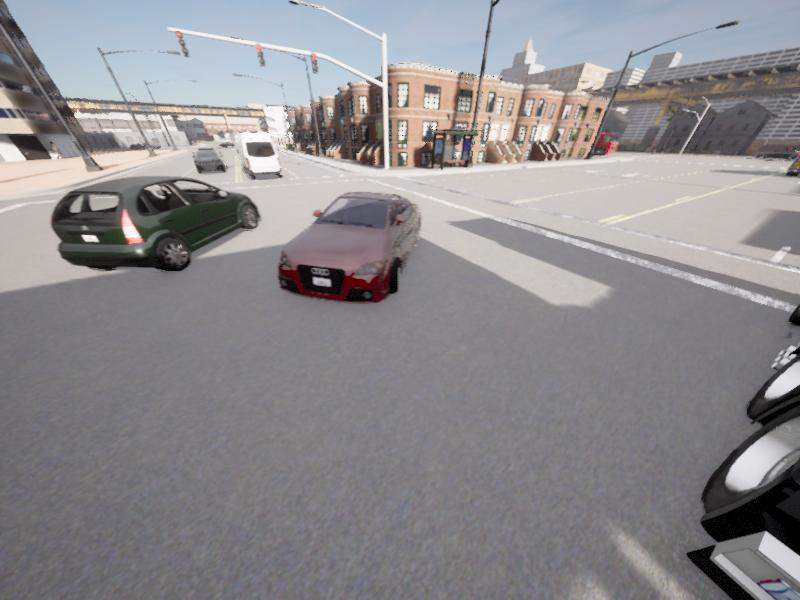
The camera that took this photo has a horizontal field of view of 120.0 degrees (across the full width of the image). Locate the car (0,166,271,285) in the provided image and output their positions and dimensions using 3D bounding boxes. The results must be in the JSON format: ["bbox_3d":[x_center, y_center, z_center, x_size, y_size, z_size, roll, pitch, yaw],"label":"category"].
[{"bbox_3d":[-5.309,-2.114,5.597,1.851,1.617,3.988,2,35,2],"label":"car"}]

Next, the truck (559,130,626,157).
[{"bbox_3d":[35.492,-29.357,43.246,2.891,3.827,8.468,-18,39,-24],"label":"truck"}]

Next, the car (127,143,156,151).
[{"bbox_3d":[-57.569,-34.124,51.542,3.806,1.475,1.970,-20,40,-25],"label":"car"}]

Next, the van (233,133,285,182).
[{"bbox_3d":[-10.339,-10.489,16.780,1.988,2.561,5.915,-20,40,-27],"label":"van"}]

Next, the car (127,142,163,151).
[{"bbox_3d":[-59.344,-35.957,53.942,5.238,1.638,1.930,-20,40,-25],"label":"car"}]

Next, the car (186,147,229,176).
[{"bbox_3d":[-15.597,-11.525,19.007,1.930,1.638,5.238,-18,39,-25],"label":"car"}]

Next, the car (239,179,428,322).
[{"bbox_3d":[-0.717,-1.522,4.997,1.994,1.385,4.181,8,36,11],"label":"car"}]

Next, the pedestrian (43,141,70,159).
[{"bbox_3d":[-41.450,-18.101,27.915,0.751,1.860,0.751,-7,35,-10],"label":"pedestrian"}]

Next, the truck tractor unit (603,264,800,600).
[{"bbox_3d":[5.108,-0.302,0.790,6.516,4.208,3.053,-18,39,-24],"label":"truck tractor unit"}]

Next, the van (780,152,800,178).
[{"bbox_3d":[33.809,-11.196,18.324,6.366,2.431,2.351,-18,39,-24],"label":"van"}]
